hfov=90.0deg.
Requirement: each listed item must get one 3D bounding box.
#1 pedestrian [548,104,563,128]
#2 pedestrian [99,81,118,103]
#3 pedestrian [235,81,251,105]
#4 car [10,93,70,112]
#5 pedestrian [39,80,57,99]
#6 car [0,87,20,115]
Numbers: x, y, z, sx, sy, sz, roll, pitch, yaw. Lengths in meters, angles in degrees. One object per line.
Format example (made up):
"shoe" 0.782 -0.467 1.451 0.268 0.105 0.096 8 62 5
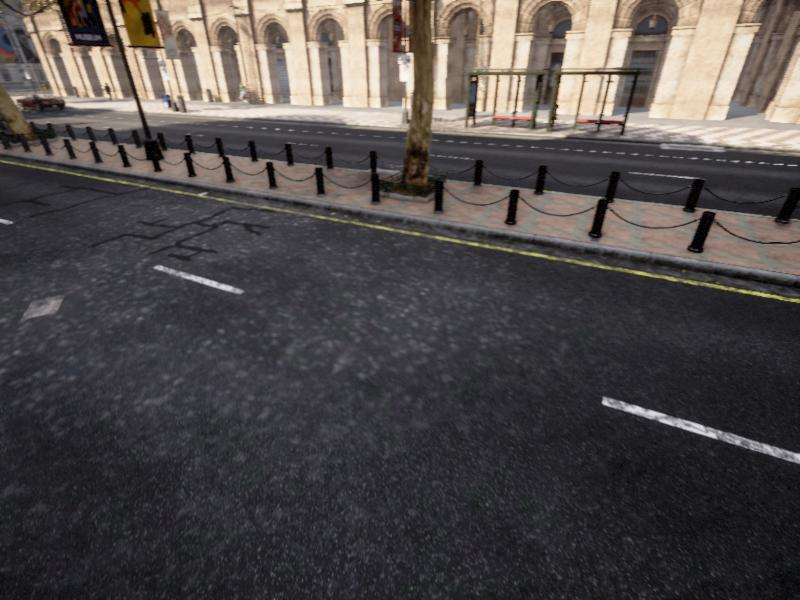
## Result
"pedestrian" 8.240 -9.778 21.203 0.500 1.100 0.500 14 33 24
"pedestrian" -29.358 -20.974 40.334 0.751 1.860 0.751 11 32 19
"pedestrian" -14.102 -18.585 35.957 0.751 1.860 0.751 14 33 24
"car" -31.714 -17.442 35.223 4.718 1.301 1.895 14 33 24
"pedestrian" -41.010 -24.520 46.627 0.751 1.860 0.751 14 33 24
"car" -33.806 -16.380 32.860 3.866 1.878 1.905 14 33 24
